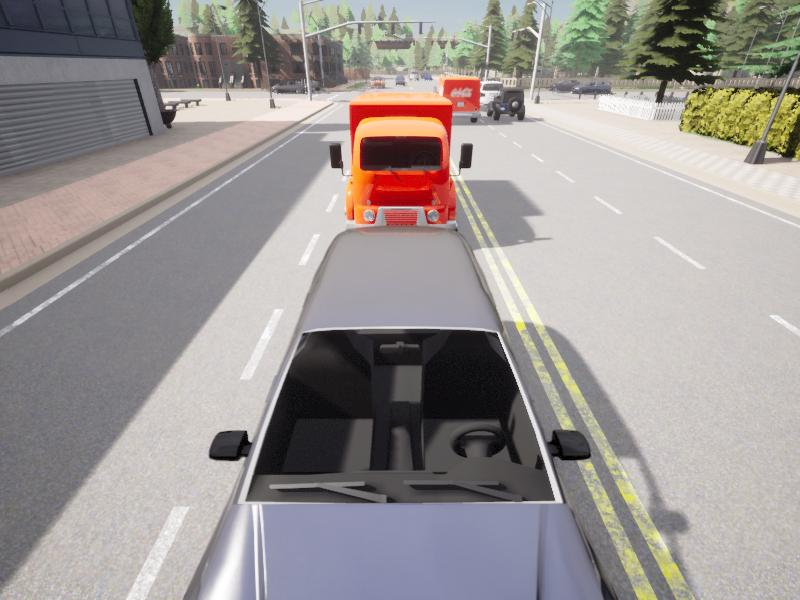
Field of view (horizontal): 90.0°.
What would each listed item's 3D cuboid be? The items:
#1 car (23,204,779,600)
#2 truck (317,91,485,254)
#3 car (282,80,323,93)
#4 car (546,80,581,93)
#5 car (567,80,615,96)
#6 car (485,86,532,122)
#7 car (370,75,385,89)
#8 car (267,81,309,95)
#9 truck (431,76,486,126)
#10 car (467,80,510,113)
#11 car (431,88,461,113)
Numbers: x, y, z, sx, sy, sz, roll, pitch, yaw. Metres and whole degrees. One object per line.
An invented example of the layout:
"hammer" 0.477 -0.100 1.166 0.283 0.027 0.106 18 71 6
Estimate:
"car" 0.000 0.770 3.059 2.242 1.667 4.611 0 30 0
"truck" 0.010 -3.248 9.134 2.627 2.467 5.204 0 30 0
"car" -12.874 -28.327 53.073 4.792 1.488 2.163 0 30 0
"car" 21.524 -28.132 52.653 3.633 1.501 1.845 0 30 0
"car" 23.670 -26.351 49.635 4.611 1.667 2.242 0 30 0
"car" 7.023 -12.956 26.337 1.905 1.878 3.866 0 30 0
"car" -3.457 -34.546 63.418 2.097 1.767 4.553 0 30 0
"car" -13.954 -26.549 50.049 4.514 1.525 2.007 0 30 0
"truck" 3.526 -12.740 25.394 2.627 2.467 5.204 0 30 0
"car" 7.023 -16.592 32.411 2.150 2.045 5.566 0 30 0
"car" 3.526 -15.617 31.253 1.845 1.501 3.633 0 30 0
